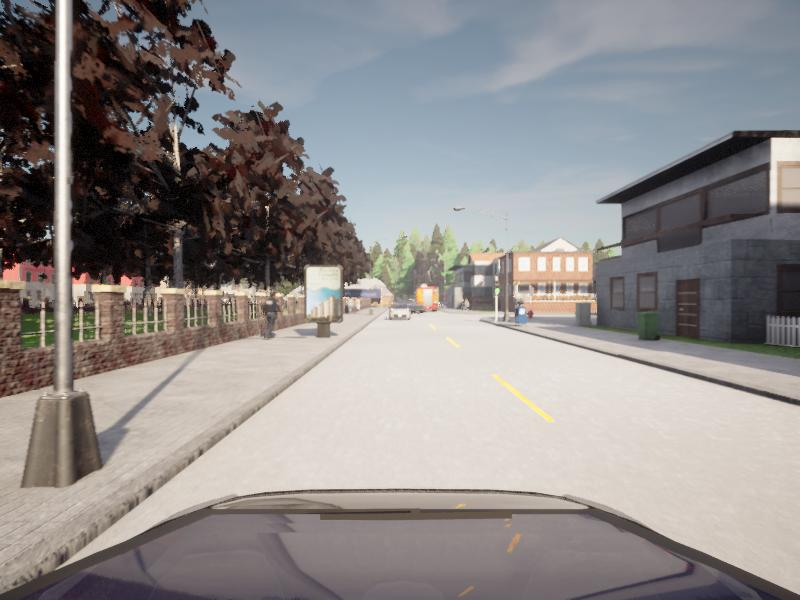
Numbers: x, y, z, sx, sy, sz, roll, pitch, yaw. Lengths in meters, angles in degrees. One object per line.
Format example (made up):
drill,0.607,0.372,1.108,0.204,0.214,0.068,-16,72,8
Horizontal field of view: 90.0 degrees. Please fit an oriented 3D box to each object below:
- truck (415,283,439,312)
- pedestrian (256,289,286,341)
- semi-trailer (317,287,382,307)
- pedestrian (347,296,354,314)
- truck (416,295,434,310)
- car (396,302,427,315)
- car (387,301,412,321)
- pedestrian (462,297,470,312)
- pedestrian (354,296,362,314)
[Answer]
truck,3.723,-0.299,56.629,2.891,3.827,8.468,0,0,1
pedestrian,-4.810,0.539,14.944,0.751,1.860,0.751,0,0,15
semi-trailer,-11.333,-0.583,90.201,14.254,4.402,2.717,0,0,9
pedestrian,-5.366,0.550,43.400,0.751,1.860,0.751,0,0,0
truck,3.982,0.383,65.600,2.627,2.467,5.204,0,0,0
car,1.213,0.913,46.261,2.033,1.411,5.357,0,0,-16
car,-0.008,0.839,31.527,1.845,1.501,3.633,0,0,0
pedestrian,7.900,0.543,47.870,0.751,1.860,0.751,0,0,18
pedestrian,-4.471,0.550,42.712,0.751,1.860,0.751,0,0,-18
